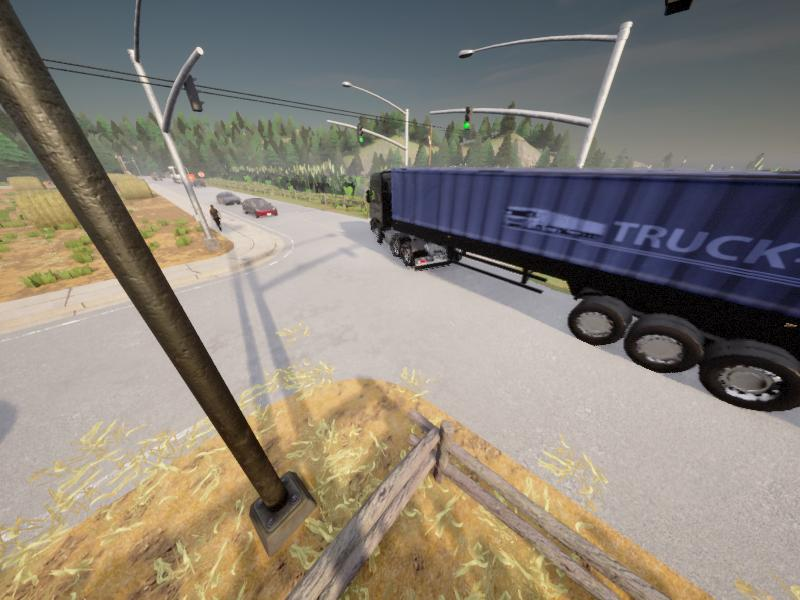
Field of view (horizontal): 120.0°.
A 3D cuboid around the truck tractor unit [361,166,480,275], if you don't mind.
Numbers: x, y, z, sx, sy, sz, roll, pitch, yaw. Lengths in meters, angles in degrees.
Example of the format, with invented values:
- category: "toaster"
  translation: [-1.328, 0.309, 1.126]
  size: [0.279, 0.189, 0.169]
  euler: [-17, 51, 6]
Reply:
- category: "truck tractor unit"
  translation: [0.489, -4.740, 12.361]
  size: [3.053, 4.208, 6.516]
  euler: [-13, 33, -21]

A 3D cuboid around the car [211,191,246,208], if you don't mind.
- category: "car"
  translation: [-21.430, -12.629, 28.789]
  size: [5.357, 1.411, 2.033]
  euler: [25, 38, 36]

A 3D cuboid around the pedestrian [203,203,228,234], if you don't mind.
- category: "pedestrian"
  translation: [-12.539, -5.584, 15.768]
  size: [0.751, 1.860, 0.751]
  euler: [-18, 35, -28]

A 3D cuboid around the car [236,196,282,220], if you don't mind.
- category: "car"
  translation: [-13.844, -9.098, 22.586]
  size: [4.792, 1.488, 2.163]
  euler: [25, 38, 36]

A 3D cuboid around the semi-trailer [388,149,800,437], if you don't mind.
- category: "semi-trailer"
  translation: [5.150, -1.664, 6.833]
  size: [2.717, 4.402, 14.254]
  euler: [-23, 37, -34]

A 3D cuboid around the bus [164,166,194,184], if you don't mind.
- category: "bus"
  translation: [-63.925, -36.189, 66.730]
  size: [10.273, 4.253, 3.944]
  euler: [25, 38, 36]

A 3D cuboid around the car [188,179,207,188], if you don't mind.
- category: "car"
  translation: [-47.771, -27.526, 54.364]
  size: [5.027, 1.651, 2.152]
  euler: [25, 38, 36]
